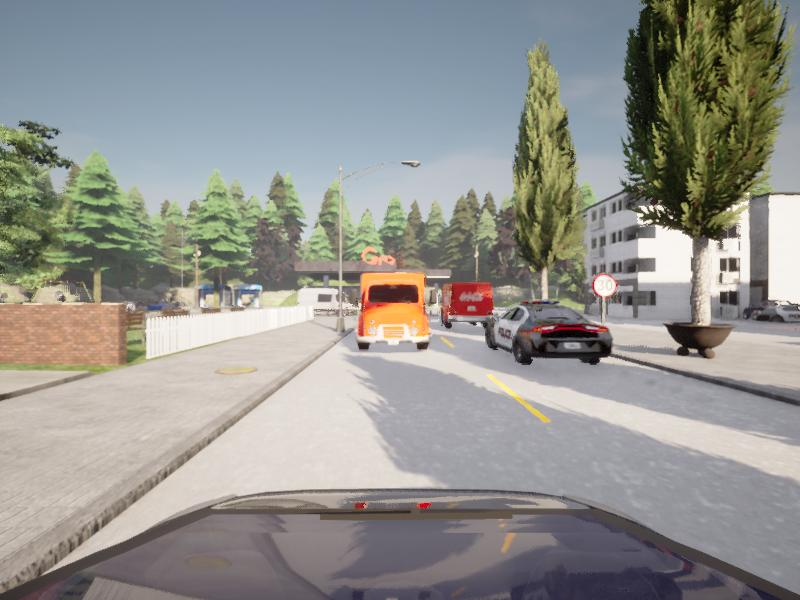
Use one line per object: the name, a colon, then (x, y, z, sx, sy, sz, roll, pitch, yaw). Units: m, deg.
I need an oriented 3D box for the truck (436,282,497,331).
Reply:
truck: (3.632, 0.327, 23.053, 2.627, 2.467, 5.204, 0, 0, -1)

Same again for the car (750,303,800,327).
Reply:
car: (27.144, 0.983, 27.002, 4.974, 1.542, 2.038, 0, 0, 29)

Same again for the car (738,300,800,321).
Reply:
car: (27.444, 0.736, 29.803, 1.845, 1.501, 3.633, 0, 0, 10)

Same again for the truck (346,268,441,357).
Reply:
truck: (-0.227, 0.339, 13.715, 2.627, 2.467, 5.204, 0, 0, -1)

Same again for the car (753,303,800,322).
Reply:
car: (27.099, 0.825, 27.026, 4.536, 1.218, 1.853, 0, 0, 29)

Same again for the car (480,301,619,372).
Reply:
car: (3.812, 0.813, 11.358, 2.038, 1.542, 4.974, 0, 0, -1)

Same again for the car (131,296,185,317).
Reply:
car: (-22.505, 0.597, 37.363, 3.866, 1.878, 1.905, 0, 0, -1)

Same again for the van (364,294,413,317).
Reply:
van: (-1.140, 0.525, 38.636, 4.480, 2.038, 2.069, 0, -2, 42)

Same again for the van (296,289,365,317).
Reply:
van: (-6.358, 0.276, 36.954, 5.915, 2.561, 1.988, 0, -1, 9)
